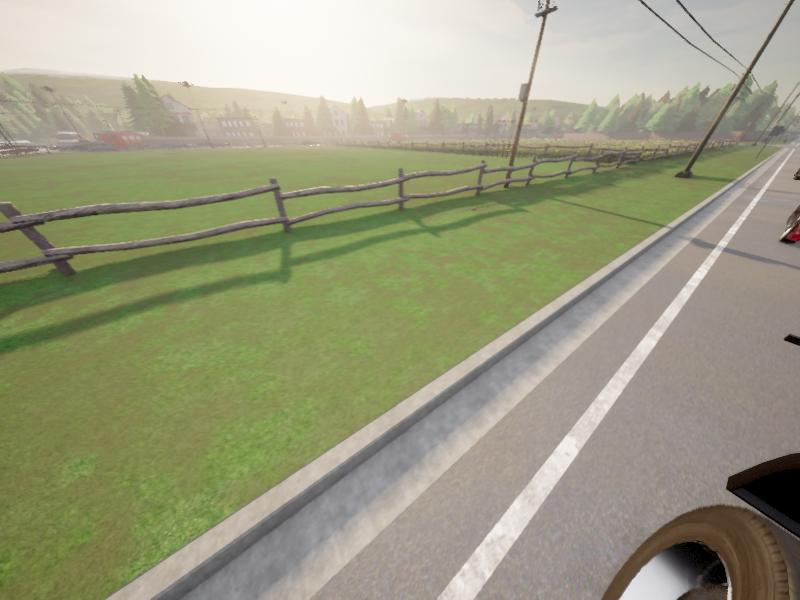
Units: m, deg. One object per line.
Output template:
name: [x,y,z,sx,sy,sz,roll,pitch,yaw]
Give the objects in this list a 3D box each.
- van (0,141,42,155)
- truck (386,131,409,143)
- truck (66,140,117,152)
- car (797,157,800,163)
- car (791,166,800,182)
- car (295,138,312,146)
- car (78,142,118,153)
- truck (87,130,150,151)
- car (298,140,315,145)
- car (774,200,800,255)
van: [-73.551,-29.270,44.352,2.069,2.038,4.480,11,37,16]
truck: [-0.892,-63.867,90.472,8.468,3.827,2.891,-22,41,-27]
truck: [-69.657,-35.034,52.350,6.274,2.098,2.390,-22,41,-27]
car: [37.953,-13.124,20.540,4.792,1.488,2.163,-23,41,-28]
car: [24.521,-7.635,12.884,5.027,1.651,2.152,-22,41,-28]
car: [-28.666,-46.766,68.488,3.866,1.878,1.905,-22,41,-27]
car: [-63.751,-32.280,48.881,4.611,1.667,2.242,-22,41,-27]
truck: [-68.023,-38.882,56.250,8.468,3.827,2.891,-22,41,-27]
car: [-31.360,-52.907,77.508,4.792,1.488,2.163,-22,41,-27]
car: [11.105,-1.992,5.349,4.181,1.385,1.994,-22,41,-28]
